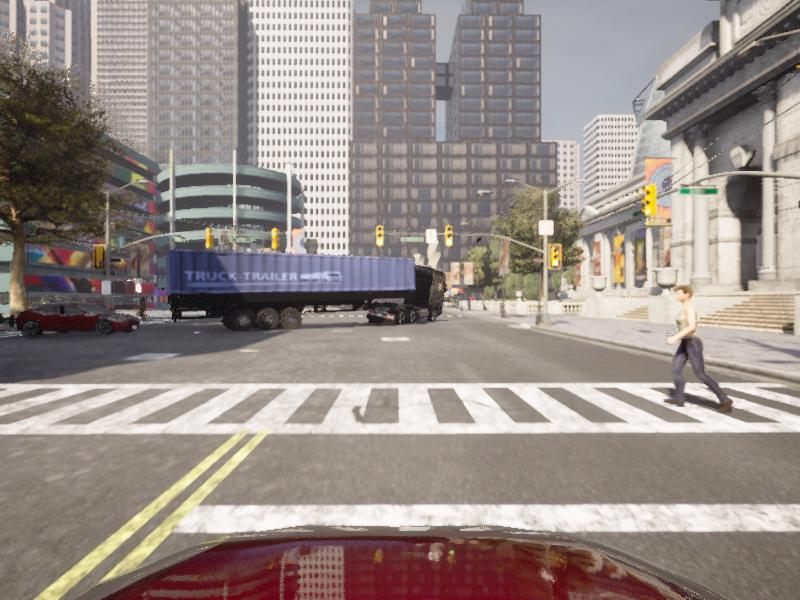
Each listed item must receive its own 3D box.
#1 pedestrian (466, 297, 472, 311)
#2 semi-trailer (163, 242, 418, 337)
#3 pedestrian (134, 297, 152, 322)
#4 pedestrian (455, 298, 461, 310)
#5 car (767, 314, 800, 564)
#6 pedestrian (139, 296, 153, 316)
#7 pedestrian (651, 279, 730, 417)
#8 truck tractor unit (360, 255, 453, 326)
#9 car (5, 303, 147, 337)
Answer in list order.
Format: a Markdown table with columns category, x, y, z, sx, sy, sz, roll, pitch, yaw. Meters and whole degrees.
| category | x | y | z | sx | sy | sz | roll | pitch | yaw |
| --- | --- | --- | --- | --- | --- | --- | --- | --- | --- |
| pedestrian | 9.411 | 0.564 | 54.373 | 0.751 | 1.860 | 0.751 | 0 | 0 | 6 |
| semi-trailer | -5.509 | -0.638 | 23.520 | 14.254 | 4.402 | 2.717 | -1 | 1 | -34 |
| pedestrian | -18.729 | 0.680 | 29.161 | 0.751 | 1.860 | 0.751 | 0 | 0 | 7 |
| pedestrian | 8.878 | 0.574 | 61.560 | 0.751 | 1.860 | 0.751 | 0 | 0 | -1 |
| car | 3.496 | 0.834 | 0.187 | 2.128 | 1.511 | 4.902 | 0 | 0 | 0 |
| pedestrian | -23.316 | 0.538 | 36.682 | 0.751 | 1.860 | 0.751 | 0 | 0 | 11 |
| pedestrian | 4.224 | 0.646 | 5.873 | 0.751 | 1.860 | 0.751 | 0 | 0 | 19 |
| truck tractor unit | 0.671 | -0.622 | 28.442 | 3.053 | 4.208 | 6.516 | 11 | 5 | 33 |
| car | -14.902 | 0.879 | 18.682 | 4.792 | 1.488 | 2.163 | 0 | 0 | -4 |
